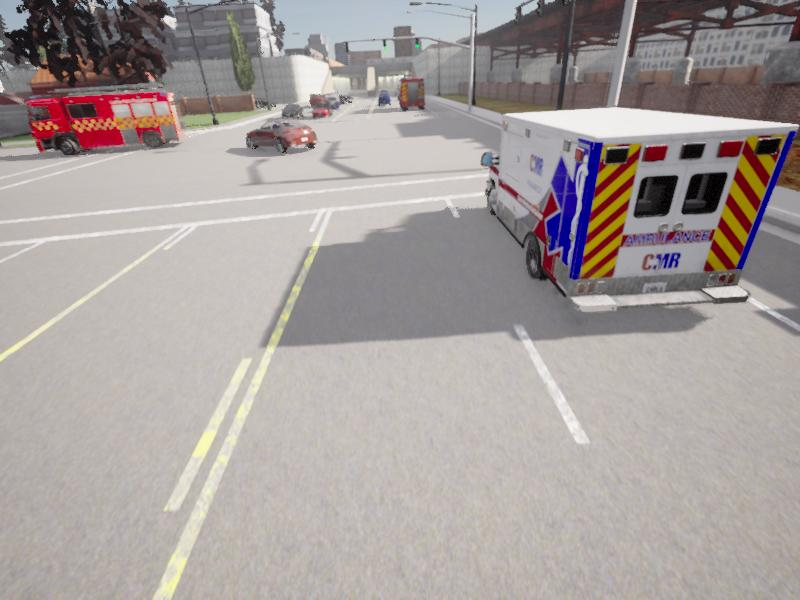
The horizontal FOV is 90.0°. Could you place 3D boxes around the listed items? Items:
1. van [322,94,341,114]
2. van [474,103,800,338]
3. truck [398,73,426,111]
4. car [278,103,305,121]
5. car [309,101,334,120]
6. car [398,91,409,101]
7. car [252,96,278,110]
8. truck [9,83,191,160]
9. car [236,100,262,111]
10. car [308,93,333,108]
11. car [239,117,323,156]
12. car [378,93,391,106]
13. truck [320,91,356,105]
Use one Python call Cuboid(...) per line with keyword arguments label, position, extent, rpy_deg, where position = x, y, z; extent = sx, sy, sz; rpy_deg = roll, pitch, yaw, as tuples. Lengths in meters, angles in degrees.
Cuboid(label="van", position=(-9.096, -26.198, 53.397), extent=(1.775, 1.987, 4.442), rpy_deg=(-4, 29, 0))
Cuboid(label="van", position=(3.220, -2.145, 7.495), extent=(2.351, 2.431, 6.366), rpy_deg=(-4, 28, 0))
Cuboid(label="truck", position=(1.419, -26.599, 51.088), extent=(2.891, 3.827, 8.468), rpy_deg=(-4, 29, 0))
Cuboid(label="car", position=(-12.259, -21.470, 45.614), extent=(1.837, 1.490, 4.892), rpy_deg=(-4, 29, 0))
Cuboid(label="car", position=(-8.746, -21.455, 45.181), extent=(2.007, 1.525, 4.514), rpy_deg=(-4, 29, 0))
Cuboid(label="car", position=(0.563, -37.856, 74.220), extent=(1.812, 1.442, 4.674), rpy_deg=(-4, 29, 0))
Cuboid(label="car", position=(-24.591, -36.098, 73.245), extent=(3.866, 1.878, 1.905), rpy_deg=(-4, 29, -1))
Cuboid(label="truck", position=(-19.288, -12.021, 26.678), extent=(8.468, 3.827, 2.891), rpy_deg=(-10, 30, -12))
Cuboid(label="car", position=(-26.462, -34.106, 70.235), extent=(3.806, 1.475, 1.970), rpy_deg=(-4, 29, -1))
Cuboid(label="car", position=(-13.333, -33.367, 66.888), extent=(2.150, 2.045, 5.566), rpy_deg=(-17, 31, -25))
Cuboid(label="car", position=(-6.941, -9.552, 23.110), extent=(5.027, 1.651, 2.152), rpy_deg=(23, 38, 39))
Cuboid(label="car", position=(-2.460, -31.310, 62.494), extent=(1.882, 1.535, 5.008), rpy_deg=(-4, 29, 0))
Cuboid(label="truck", position=(-11.078, -35.981, 71.362), extent=(6.274, 2.098, 2.390), rpy_deg=(19, 34, 34))
